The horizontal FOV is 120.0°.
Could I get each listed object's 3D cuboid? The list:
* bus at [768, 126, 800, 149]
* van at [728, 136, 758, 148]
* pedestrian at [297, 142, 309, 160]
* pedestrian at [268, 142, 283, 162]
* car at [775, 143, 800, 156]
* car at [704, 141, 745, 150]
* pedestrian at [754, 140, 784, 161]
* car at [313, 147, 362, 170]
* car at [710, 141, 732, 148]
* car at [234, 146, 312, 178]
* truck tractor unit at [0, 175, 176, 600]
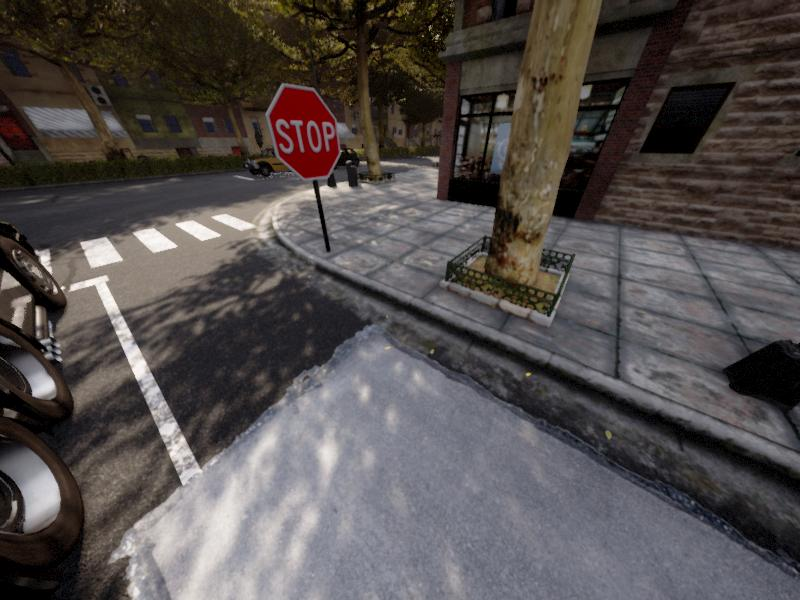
[{"bbox_3d":[93.069,-37.886,53.873,3.944,4.253,10.273,24,42,31],"label":"bus"},{"bbox_3d":[87.629,-40.450,59.184,2.351,2.431,6.366,24,42,31],"label":"van"},{"bbox_3d":[-11.967,-18.396,28.523,0.751,1.860,0.751,14,37,19],"label":"pedestrian"},{"bbox_3d":[-14.270,-17.014,26.559,0.751,1.860,0.751,25,42,32],"label":"pedestrian"},{"bbox_3d":[59.611,-22.719,34.768,2.007,1.525,4.514,26,43,33],"label":"car"},{"bbox_3d":[69.991,-33.451,49.948,4.611,1.667,2.242,24,42,30],"label":"car"},{"bbox_3d":[39.721,-16.136,24.883,0.751,1.860,0.751,23,41,30],"label":"pedestrian"},{"bbox_3d":[-5.838,-13.571,22.086,1.851,1.617,3.988,24,42,31],"label":"car"},{"bbox_3d":[84.599,-41.048,60.968,2.033,1.411,5.357,24,42,31],"label":"car"},{"bbox_3d":[-9.640,-10.874,18.012,1.932,1.855,4.605,24,41,30],"label":"car"},{"bbox_3d":[-4.954,-0.432,0.978,6.516,4.208,3.053,24,42,31],"label":"truck tractor unit"}]
